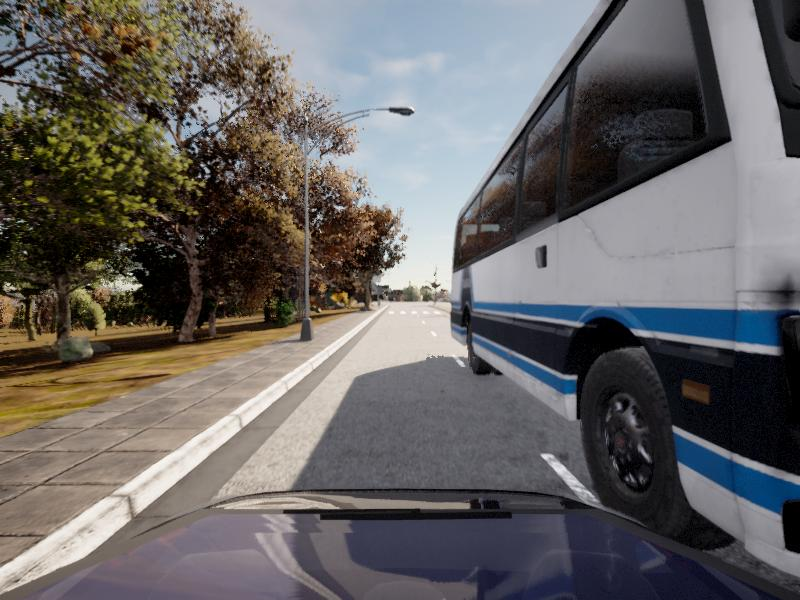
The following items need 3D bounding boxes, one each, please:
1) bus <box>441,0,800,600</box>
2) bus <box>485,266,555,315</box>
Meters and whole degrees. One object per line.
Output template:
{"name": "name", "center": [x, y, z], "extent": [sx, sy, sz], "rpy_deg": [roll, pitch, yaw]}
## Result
{"name": "bus", "center": [3.120, -0.547, 6.161], "extent": [3.944, 4.253, 10.273], "rpy_deg": [0, 0, 0]}
{"name": "bus", "center": [11.695, -0.888, 40.428], "extent": [3.944, 4.253, 10.273], "rpy_deg": [0, 1, 0]}
